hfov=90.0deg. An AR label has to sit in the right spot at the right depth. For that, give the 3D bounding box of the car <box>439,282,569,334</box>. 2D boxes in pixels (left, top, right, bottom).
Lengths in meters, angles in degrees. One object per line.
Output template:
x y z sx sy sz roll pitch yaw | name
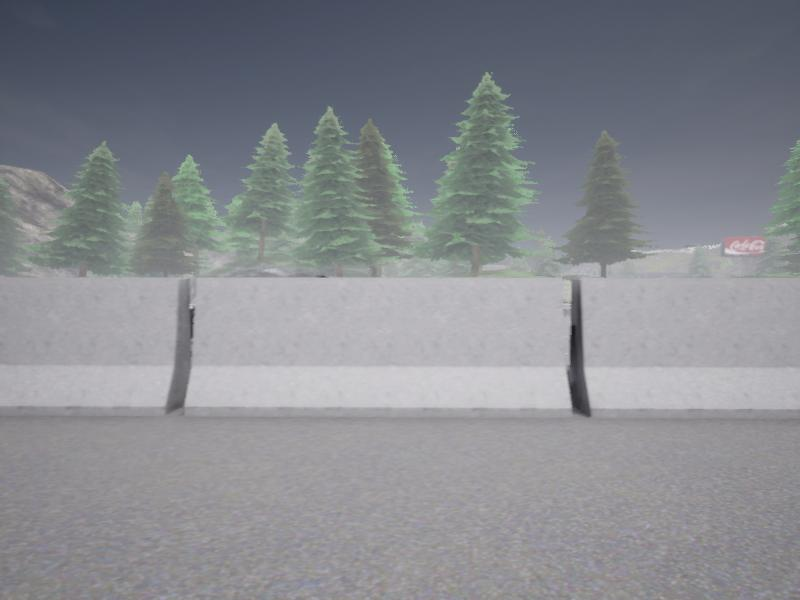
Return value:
3.154 0.231 12.707 3.633 1.501 1.845 0 0 0 | car

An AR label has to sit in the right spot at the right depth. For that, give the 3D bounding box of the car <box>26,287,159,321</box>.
-14.970 0.198 19.710 4.974 1.542 2.038 0 0 0 | car

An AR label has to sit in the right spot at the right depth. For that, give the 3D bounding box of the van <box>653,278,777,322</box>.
15.360 -0.010 19.693 4.480 2.038 2.069 0 0 0 | van

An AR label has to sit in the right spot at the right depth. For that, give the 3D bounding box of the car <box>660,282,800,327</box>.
13.547 0.176 16.190 4.611 1.667 2.242 0 0 0 | car

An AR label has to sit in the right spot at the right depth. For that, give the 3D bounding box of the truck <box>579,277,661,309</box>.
27.393 -0.888 50.200 8.468 3.827 2.891 0 0 11 | truck

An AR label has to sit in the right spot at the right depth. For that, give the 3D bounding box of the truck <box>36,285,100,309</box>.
-35.533 -0.304 43.104 2.627 2.467 5.204 0 0 -1 | truck

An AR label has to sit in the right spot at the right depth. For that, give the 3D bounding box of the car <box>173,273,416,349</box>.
-2.154 0.220 9.201 4.974 1.542 2.038 0 0 0 | car
